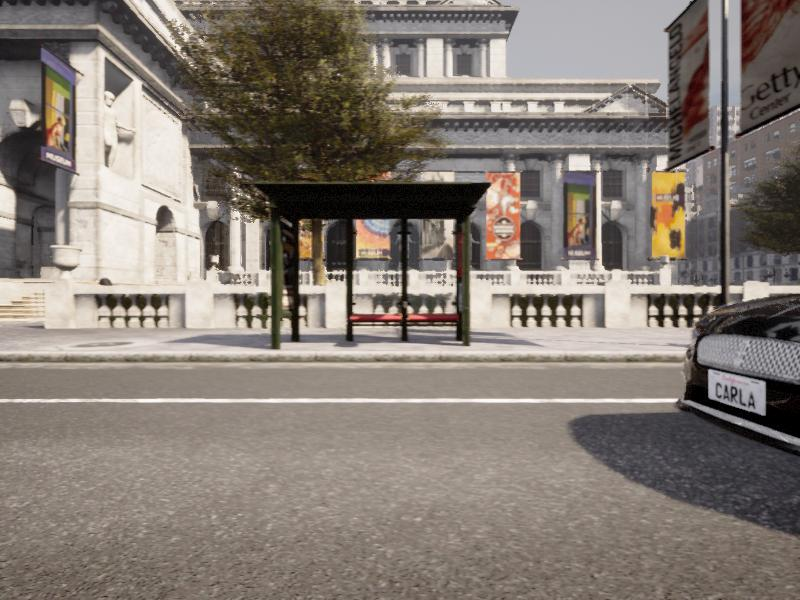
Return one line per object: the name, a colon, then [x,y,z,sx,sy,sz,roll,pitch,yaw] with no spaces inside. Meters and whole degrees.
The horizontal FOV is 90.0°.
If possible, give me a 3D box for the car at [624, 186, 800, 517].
car: [4.274,0.233,2.188,4.902,1.511,2.128,0,0,0]
